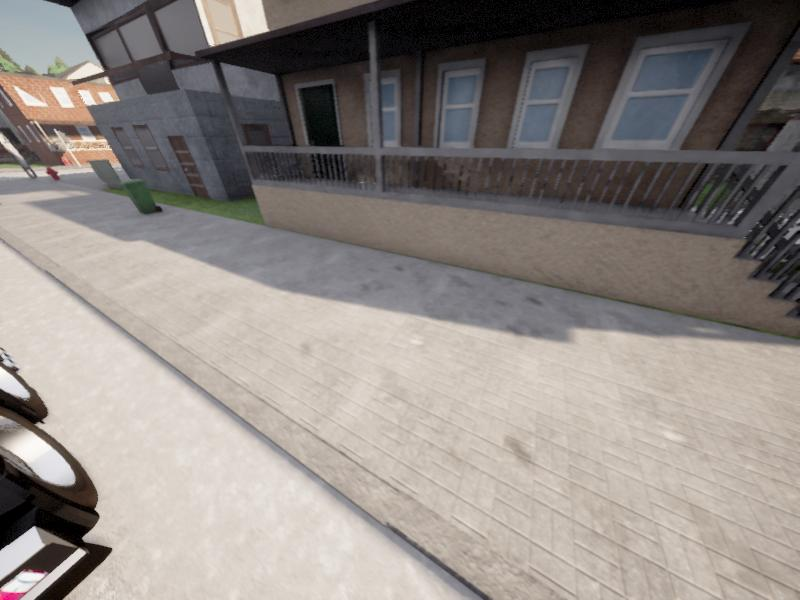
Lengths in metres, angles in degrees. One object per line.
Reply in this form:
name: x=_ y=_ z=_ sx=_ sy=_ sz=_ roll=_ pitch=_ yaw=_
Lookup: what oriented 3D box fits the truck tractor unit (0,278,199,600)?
truck tractor unit: x=-5.135 y=-0.277 z=0.748 sx=6.516 sy=4.208 sz=3.053 roll=17 pitch=38 yaw=23
